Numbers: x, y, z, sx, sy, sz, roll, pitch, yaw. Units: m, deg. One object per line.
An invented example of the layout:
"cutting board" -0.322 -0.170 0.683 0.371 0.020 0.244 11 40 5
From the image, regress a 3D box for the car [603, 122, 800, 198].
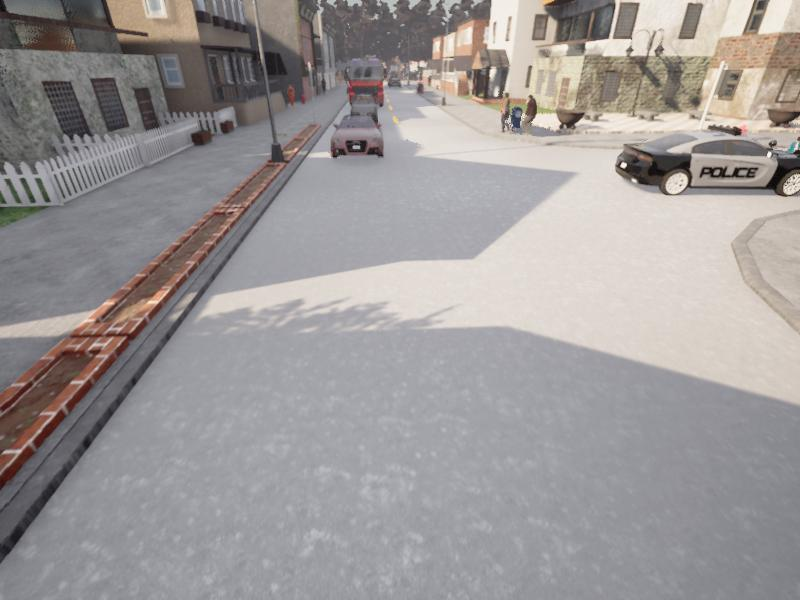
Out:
"car" 8.916 -3.947 11.157 5.238 1.638 1.930 1 30 1

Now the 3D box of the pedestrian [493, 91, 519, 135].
"pedestrian" 5.158 -9.109 19.500 0.751 1.860 0.751 19 35 29

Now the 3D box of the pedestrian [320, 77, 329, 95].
"pedestrian" -8.749 -24.663 46.126 0.751 1.860 0.751 -1 30 -1

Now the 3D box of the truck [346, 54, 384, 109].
"truck" -2.952 -19.383 35.404 2.891 3.827 8.468 -2 30 -3

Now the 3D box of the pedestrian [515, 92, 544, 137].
"pedestrian" 6.124 -8.774 18.927 0.751 1.860 0.751 26 39 37

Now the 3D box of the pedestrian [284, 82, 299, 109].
"pedestrian" -8.483 -15.942 31.197 0.751 1.860 0.751 -1 30 -1

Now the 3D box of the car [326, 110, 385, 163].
"car" -1.675 -6.667 16.069 1.994 1.385 4.181 -2 30 -3

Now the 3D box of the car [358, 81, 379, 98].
"car" -3.585 -24.201 45.972 2.163 1.488 4.792 -2 30 -3

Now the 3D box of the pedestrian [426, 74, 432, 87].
"pedestrian" 4.641 -35.082 63.979 0.751 1.860 0.751 -2 30 -4

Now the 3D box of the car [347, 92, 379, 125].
"car" -2.268 -12.183 25.326 1.789 1.549 3.705 -2 30 -3

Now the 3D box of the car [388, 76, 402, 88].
"car" -0.899 -36.313 66.661 2.038 1.542 4.974 -2 30 -3

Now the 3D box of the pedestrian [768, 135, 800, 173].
"pedestrian" 12.712 -4.760 13.043 0.500 1.100 0.500 2 30 3
